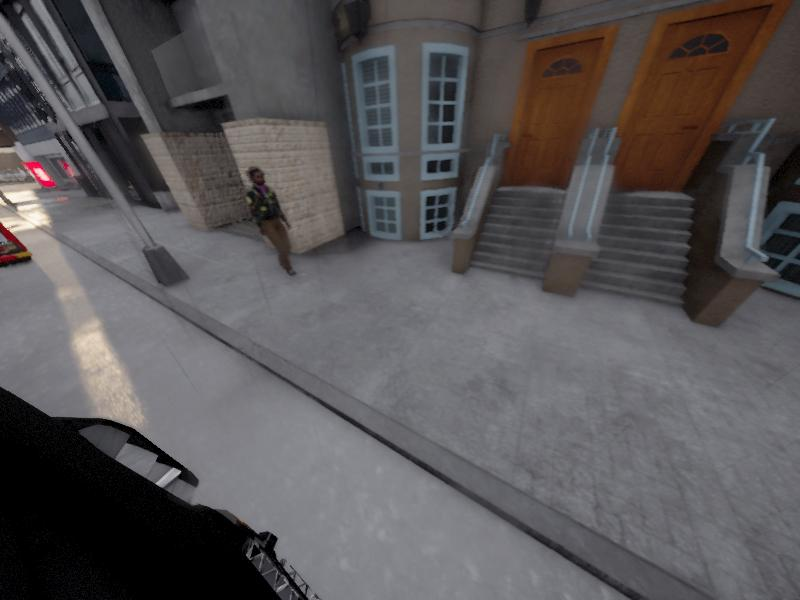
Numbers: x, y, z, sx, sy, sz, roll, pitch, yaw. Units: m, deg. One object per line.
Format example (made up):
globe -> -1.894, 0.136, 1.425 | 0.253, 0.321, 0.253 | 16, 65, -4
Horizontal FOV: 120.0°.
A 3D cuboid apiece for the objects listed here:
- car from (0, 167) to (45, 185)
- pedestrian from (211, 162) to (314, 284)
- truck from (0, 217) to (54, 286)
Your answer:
car -> -46.345, -14.386, 26.932 | 2.038, 1.542, 4.974 | 6, 35, 12
pedestrian -> -2.300, -1.345, 4.111 | 0.751, 1.860, 0.751 | 16, 38, 25
truck -> -12.486, -2.586, 5.096 | 8.468, 3.827, 2.891 | 16, 38, 26
